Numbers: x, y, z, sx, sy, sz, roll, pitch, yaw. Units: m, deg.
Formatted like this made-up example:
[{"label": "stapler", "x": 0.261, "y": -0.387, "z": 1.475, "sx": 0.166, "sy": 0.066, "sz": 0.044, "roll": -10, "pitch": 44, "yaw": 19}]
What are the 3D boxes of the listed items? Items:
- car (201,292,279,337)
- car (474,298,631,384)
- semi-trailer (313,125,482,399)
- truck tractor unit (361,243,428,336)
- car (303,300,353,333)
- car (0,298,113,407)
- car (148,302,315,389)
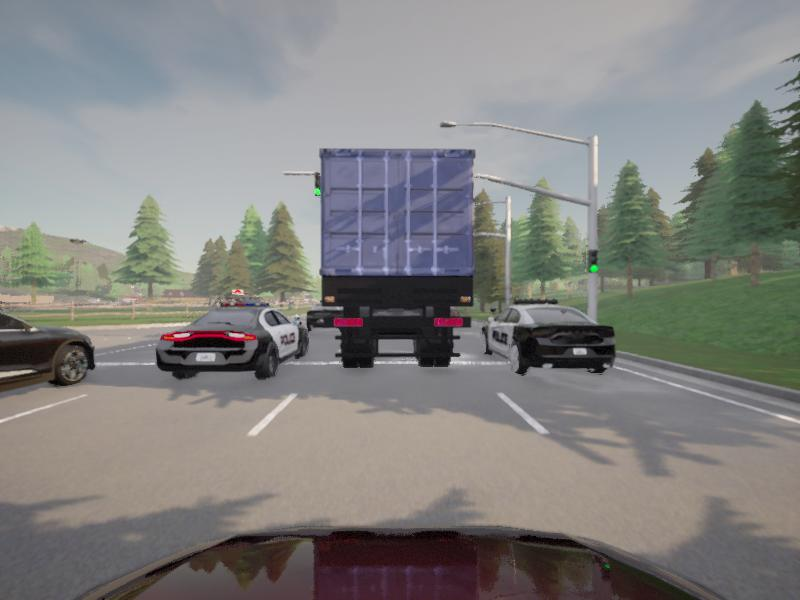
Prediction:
[{"label": "car", "x": -7.217, "y": 0.674, "z": 18.661, "sx": 1.932, "sy": 1.855, "sz": 4.605, "roll": 0, "pitch": -2, "yaw": -2}, {"label": "car", "x": 3.398, "y": 0.786, "z": 10.239, "sx": 1.930, "sy": 1.638, "sz": 5.238, "roll": 0, "pitch": 0, "yaw": -1}, {"label": "semi-trailer", "x": -0.158, "y": -0.598, "z": 13.586, "sx": 2.717, "sy": 4.402, "sz": 14.254, "roll": 0, "pitch": 0, "yaw": -1}, {"label": "truck tractor unit", "x": -0.301, "y": -0.491, "z": 21.499, "sx": 3.053, "sy": 4.208, "sz": 6.516, "roll": 0, "pitch": 0, "yaw": -1}, {"label": "car", "x": -3.805, "y": 0.805, "z": 22.090, "sx": 1.930, "sy": 1.638, "sz": 5.238, "roll": 0, "pitch": 0, "yaw": -1}, {"label": "car", "x": -7.033, "y": 0.788, "z": 5.993, "sx": 2.033, "sy": 1.649, "sz": 4.856, "roll": 0, "pitch": 0, "yaw": -1}, {"label": "car", "x": -3.596, "y": 0.844, "z": 9.769, "sx": 2.038, "sy": 1.542, "sz": 4.974, "roll": 0, "pitch": 0, "yaw": -1}]
